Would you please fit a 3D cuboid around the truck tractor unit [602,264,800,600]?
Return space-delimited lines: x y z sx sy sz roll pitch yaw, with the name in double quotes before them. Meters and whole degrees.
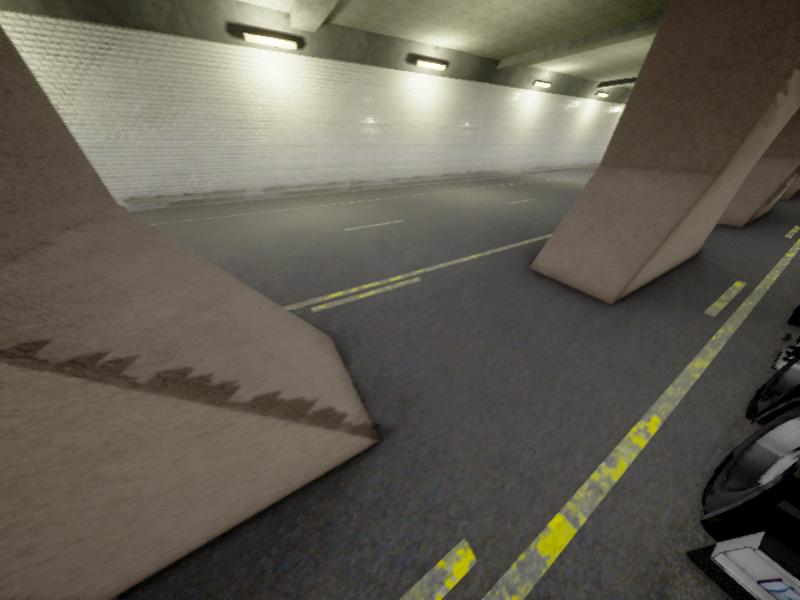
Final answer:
"truck tractor unit" 5.112 -0.298 0.792 6.516 4.208 3.053 -18 39 -24
